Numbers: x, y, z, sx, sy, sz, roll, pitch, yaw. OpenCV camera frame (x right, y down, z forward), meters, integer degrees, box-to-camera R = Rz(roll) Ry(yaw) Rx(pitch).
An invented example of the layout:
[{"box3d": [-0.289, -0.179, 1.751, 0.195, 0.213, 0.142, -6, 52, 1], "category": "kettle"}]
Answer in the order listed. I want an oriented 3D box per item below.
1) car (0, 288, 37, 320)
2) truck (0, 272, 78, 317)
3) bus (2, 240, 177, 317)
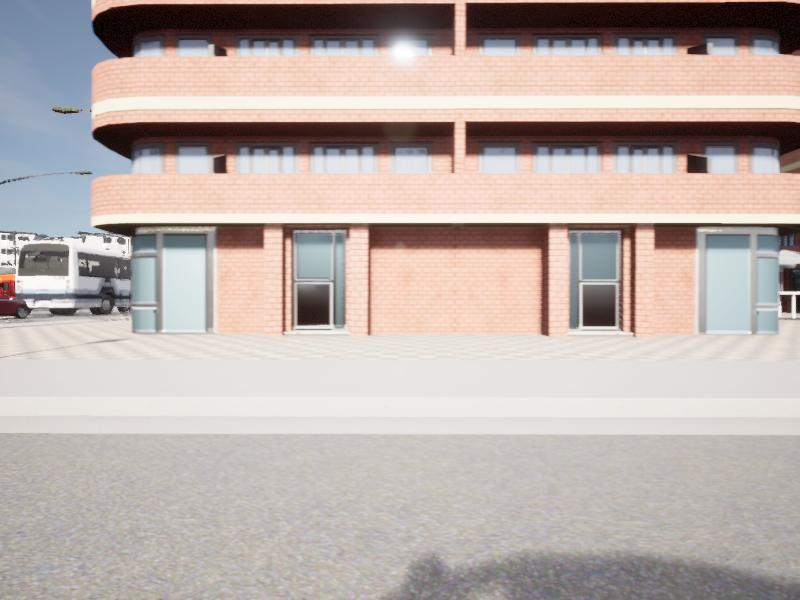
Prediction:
[{"box3d": [-19.572, 0.186, 18.765, 1.845, 1.501, 3.633, 0, 0, -1], "category": "car"}, {"box3d": [-23.164, -0.292, 24.550, 2.627, 2.467, 5.204, 0, 0, -1], "category": "truck"}, {"box3d": [-19.853, -1.175, 27.067, 3.944, 4.253, 10.273, 0, 0, -1], "category": "bus"}]
